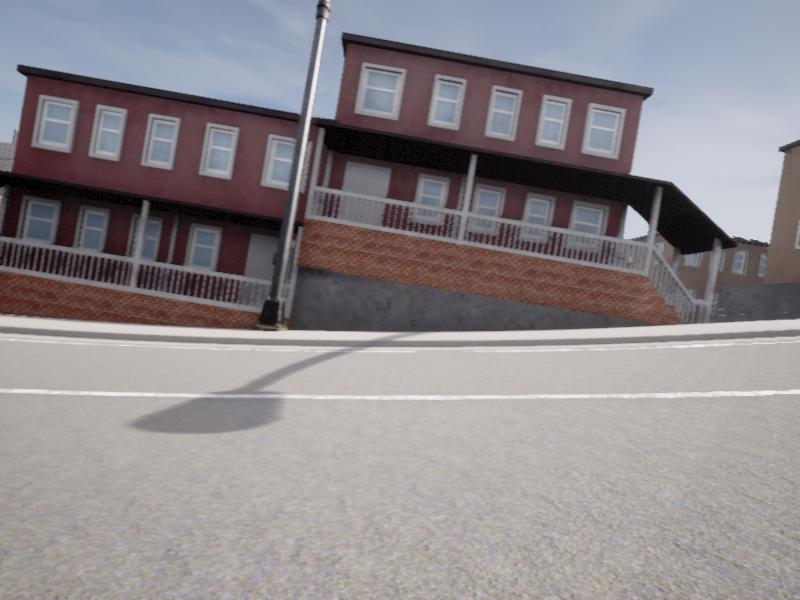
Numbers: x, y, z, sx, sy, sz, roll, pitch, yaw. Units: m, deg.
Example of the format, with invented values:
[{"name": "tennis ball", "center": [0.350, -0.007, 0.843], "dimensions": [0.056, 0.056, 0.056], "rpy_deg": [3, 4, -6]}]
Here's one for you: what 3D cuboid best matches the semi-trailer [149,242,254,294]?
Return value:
[{"name": "semi-trailer", "center": [-23.061, -3.425, 48.244], "dimensions": [2.717, 4.402, 14.254], "rpy_deg": [9, 0, 11]}]
